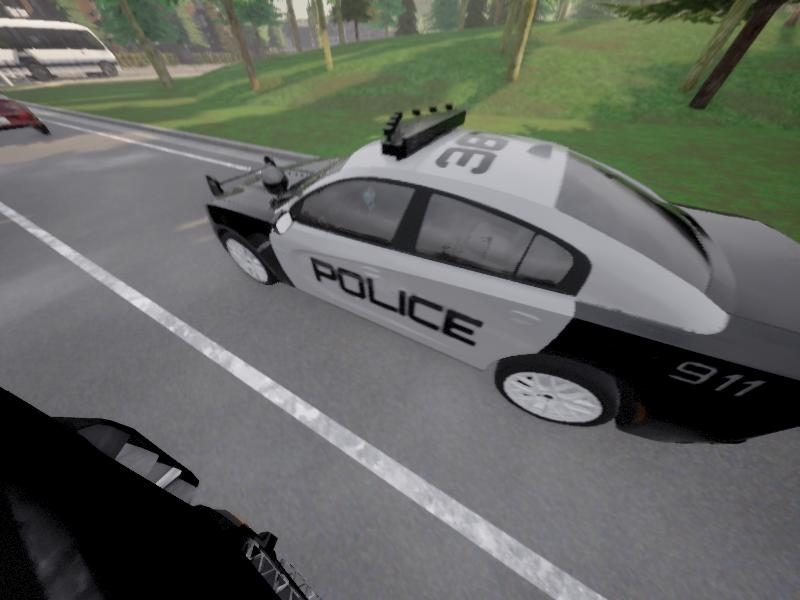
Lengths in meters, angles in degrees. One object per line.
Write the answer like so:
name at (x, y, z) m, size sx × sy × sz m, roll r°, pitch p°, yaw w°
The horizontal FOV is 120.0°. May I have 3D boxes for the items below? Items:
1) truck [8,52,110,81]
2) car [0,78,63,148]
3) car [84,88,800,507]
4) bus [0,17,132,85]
truck at (-39.005, -27.155, 26.759) m, size 2.390 × 2.098 × 6.274 m, roll 21°, pitch 51°, yaw 19°
car at (-13.949, -6.229, 7.548) m, size 4.674 × 1.442 × 1.812 m, roll 21°, pitch 51°, yaw 19°
car at (0.076, -0.799, 2.270) m, size 5.238 × 1.638 × 1.930 m, roll 21°, pitch 51°, yaw 19°
bus at (-36.671, -25.846, 24.051) m, size 3.944 × 4.253 × 10.273 m, roll 21°, pitch 51°, yaw 19°
